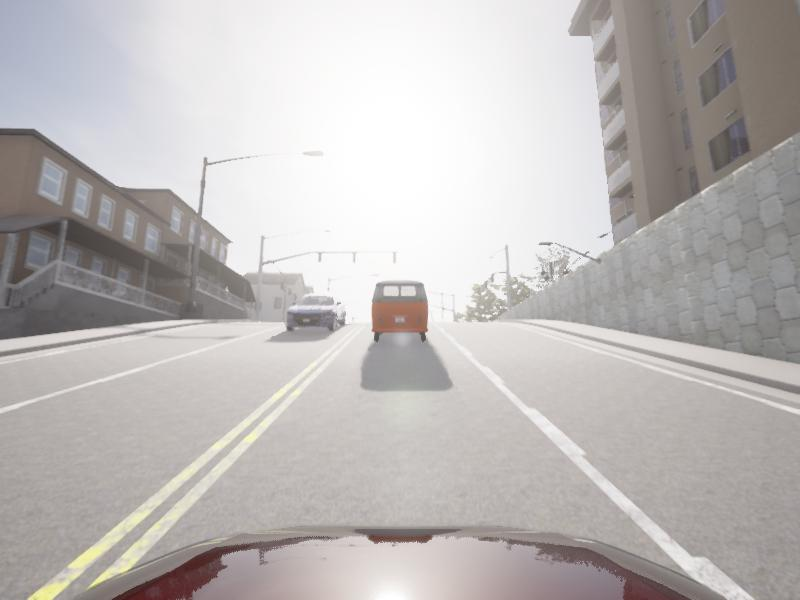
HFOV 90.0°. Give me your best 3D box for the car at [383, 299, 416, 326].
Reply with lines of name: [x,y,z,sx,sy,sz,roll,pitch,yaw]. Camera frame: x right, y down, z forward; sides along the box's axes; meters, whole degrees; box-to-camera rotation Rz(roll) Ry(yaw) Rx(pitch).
car: [-0.027,0.951,28.217,2.128,1.511,4.902,0,-6,0]

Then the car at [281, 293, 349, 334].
car: [-3.513,0.451,17.480,1.882,1.535,5.008,0,1,0]

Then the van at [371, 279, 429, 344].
van: [-0.007,0.293,14.384,1.775,1.987,4.442,0,1,0]
